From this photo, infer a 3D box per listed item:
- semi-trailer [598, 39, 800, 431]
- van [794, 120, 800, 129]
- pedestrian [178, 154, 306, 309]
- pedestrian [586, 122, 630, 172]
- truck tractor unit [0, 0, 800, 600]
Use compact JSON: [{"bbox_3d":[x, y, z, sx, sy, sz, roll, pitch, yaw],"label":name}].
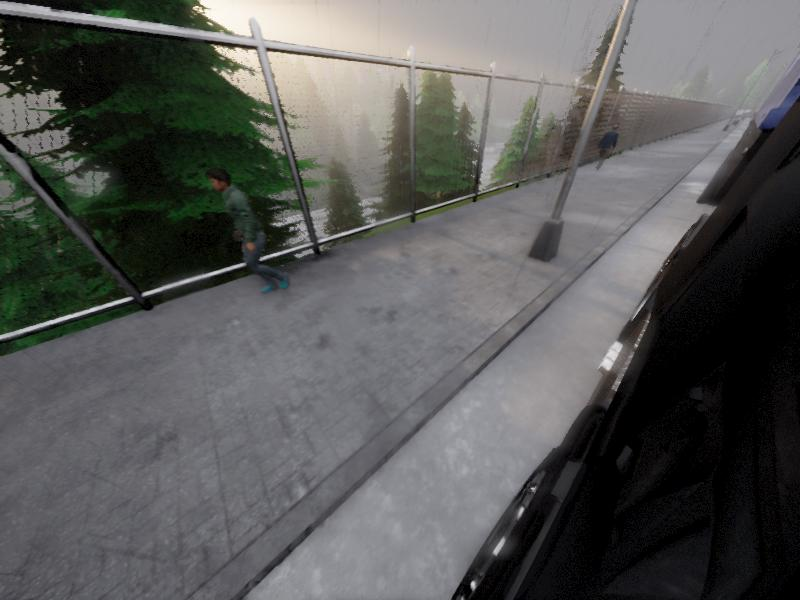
[{"bbox_3d":[8.691,-3.614,4.229,14.254,4.402,2.717,-28,44,-30],"label":"semi-trailer"},{"bbox_3d":[53.115,-23.263,29.572,4.442,1.987,1.775,-28,43,-30],"label":"van"},{"bbox_3d":[-2.109,-0.924,3.283,0.751,1.860,0.751,-28,43,-29],"label":"pedestrian"},{"bbox_3d":[9.619,-7.086,10.743,0.751,1.860,0.751,-27,43,-29],"label":"pedestrian"},{"bbox_3d":[2.645,-0.295,0.352,6.516,4.208,3.053,-28,44,-30],"label":"truck tractor unit"}]
